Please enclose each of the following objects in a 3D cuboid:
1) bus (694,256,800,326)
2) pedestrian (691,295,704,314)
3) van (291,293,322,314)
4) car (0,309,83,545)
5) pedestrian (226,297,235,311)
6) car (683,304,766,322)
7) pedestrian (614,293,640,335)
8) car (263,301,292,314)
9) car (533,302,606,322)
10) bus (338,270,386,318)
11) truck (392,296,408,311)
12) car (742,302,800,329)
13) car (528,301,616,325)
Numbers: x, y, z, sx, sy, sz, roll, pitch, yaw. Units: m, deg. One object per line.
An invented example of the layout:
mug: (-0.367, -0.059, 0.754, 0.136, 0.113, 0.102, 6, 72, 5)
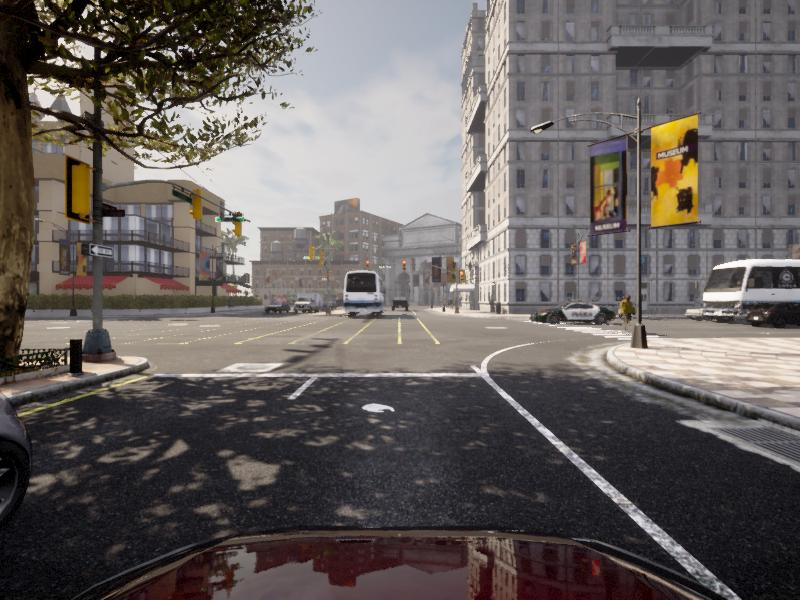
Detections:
bus: (25.978, -0.535, 26.412, 10.273, 4.253, 3.944, 0, 0, 0)
pedestrian: (29.441, 0.479, 39.551, 0.751, 1.860, 0.751, 0, 0, 0)
van: (-11.502, 0.371, 49.802, 2.351, 2.431, 6.366, 0, 0, 0)
car: (-3.492, 0.826, 1.425, 1.845, 1.501, 3.633, 0, 0, 0)
pedestrian: (-22.231, 0.477, 52.466, 0.751, 1.860, 0.751, 0, 0, 0)
car: (24.259, 0.939, 30.025, 4.718, 1.301, 1.895, 0, 0, 0)
pedestrian: (10.263, 0.635, 18.133, 0.751, 1.860, 0.751, 0, 0, 1)
car: (-15.001, 0.888, 49.342, 2.033, 1.411, 5.357, 0, 0, 0)
car: (12.649, 0.865, 30.046, 4.674, 1.442, 1.812, 0, 0, 2)
bus: (-3.622, -0.540, 41.308, 3.944, 4.253, 10.273, 0, 0, 0)
truck: (0.000, 0.534, 59.649, 2.390, 2.098, 6.274, 0, 0, 0)
car: (22.546, 0.851, 23.029, 4.193, 1.474, 1.816, 0, 0, 0)
car: (11.274, 0.821, 26.453, 4.974, 1.542, 2.038, 0, 0, 0)
